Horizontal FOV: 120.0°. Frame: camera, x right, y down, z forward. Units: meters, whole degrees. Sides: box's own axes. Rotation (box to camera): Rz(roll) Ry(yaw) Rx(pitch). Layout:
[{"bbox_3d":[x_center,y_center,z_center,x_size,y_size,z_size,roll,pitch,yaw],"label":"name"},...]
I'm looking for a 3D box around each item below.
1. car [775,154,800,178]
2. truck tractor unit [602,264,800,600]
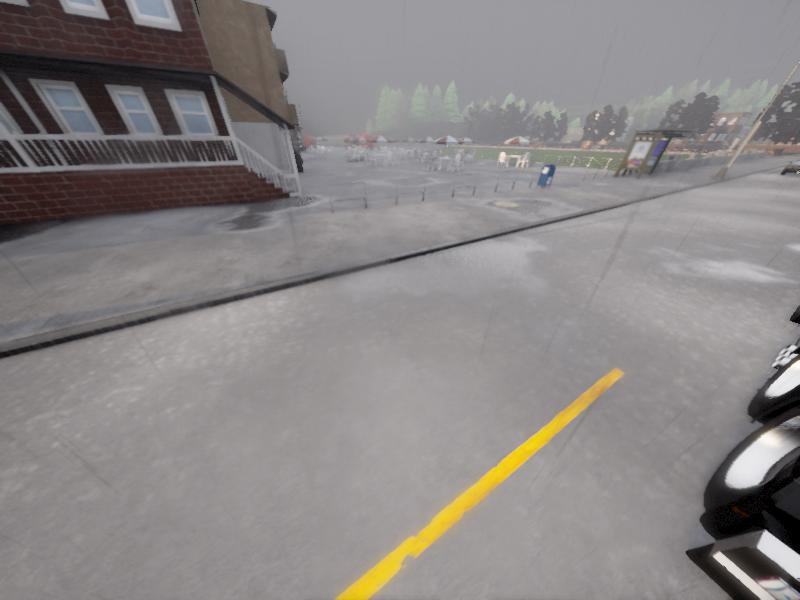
[{"bbox_3d":[33.335,-10.938,18.777,5.357,1.411,2.033,-18,39,-24],"label":"car"},{"bbox_3d":[5.109,-0.303,0.782,6.516,4.208,3.053,-18,39,-24],"label":"truck tractor unit"}]
